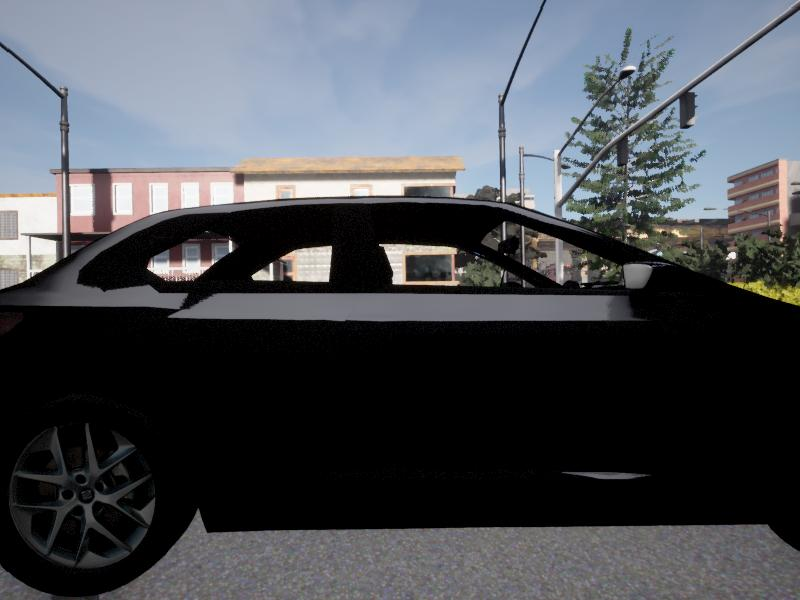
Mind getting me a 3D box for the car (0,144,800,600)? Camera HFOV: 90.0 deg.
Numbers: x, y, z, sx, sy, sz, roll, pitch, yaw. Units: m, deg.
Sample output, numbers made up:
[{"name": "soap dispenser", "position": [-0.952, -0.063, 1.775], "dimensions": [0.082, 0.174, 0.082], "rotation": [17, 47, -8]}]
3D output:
[{"name": "car", "position": [0.342, 0.254, 2.184], "dimensions": [4.193, 1.474, 1.816], "rotation": [0, 0, -1]}]
